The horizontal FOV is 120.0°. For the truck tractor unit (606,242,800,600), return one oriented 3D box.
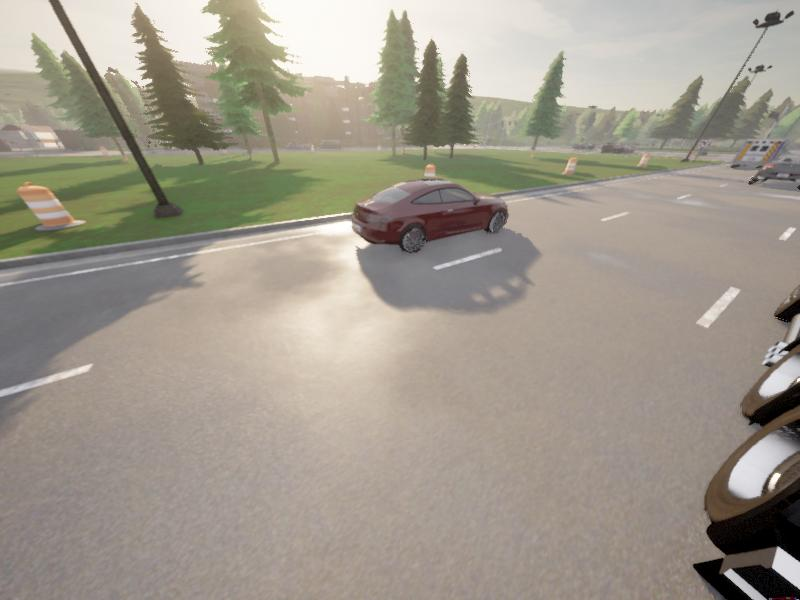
[{"bbox_3d":[5.072,-0.338,0.831,6.516,4.208,3.053,-20,40,-26],"label":"truck tractor unit"}]

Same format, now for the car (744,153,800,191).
[{"bbox_3d":[24.485,-8.099,14.423,5.027,1.651,2.152,-18,39,-25],"label":"car"}]

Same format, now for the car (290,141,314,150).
[{"bbox_3d":[-22.582,-35.644,53.330,4.611,1.667,2.242,-18,39,-25],"label":"car"}]

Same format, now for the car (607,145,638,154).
[{"bbox_3d":[47.623,-32.255,49.474,1.994,1.385,4.181,-18,39,-24],"label":"car"}]

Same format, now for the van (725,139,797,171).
[{"bbox_3d":[36.547,-14.765,23.392,6.366,2.431,2.351,-18,39,-25],"label":"van"}]

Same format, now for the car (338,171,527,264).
[{"bbox_3d":[0.968,-2.508,6.328,4.674,1.442,1.812,-18,39,-25],"label":"car"}]

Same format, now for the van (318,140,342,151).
[{"bbox_3d":[-15.219,-33.565,50.152,4.442,1.987,1.775,-18,39,-25],"label":"van"}]

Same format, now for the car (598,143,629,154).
[{"bbox_3d":[44.411,-31.660,48.134,1.905,1.878,3.866,-18,39,-24],"label":"car"}]
